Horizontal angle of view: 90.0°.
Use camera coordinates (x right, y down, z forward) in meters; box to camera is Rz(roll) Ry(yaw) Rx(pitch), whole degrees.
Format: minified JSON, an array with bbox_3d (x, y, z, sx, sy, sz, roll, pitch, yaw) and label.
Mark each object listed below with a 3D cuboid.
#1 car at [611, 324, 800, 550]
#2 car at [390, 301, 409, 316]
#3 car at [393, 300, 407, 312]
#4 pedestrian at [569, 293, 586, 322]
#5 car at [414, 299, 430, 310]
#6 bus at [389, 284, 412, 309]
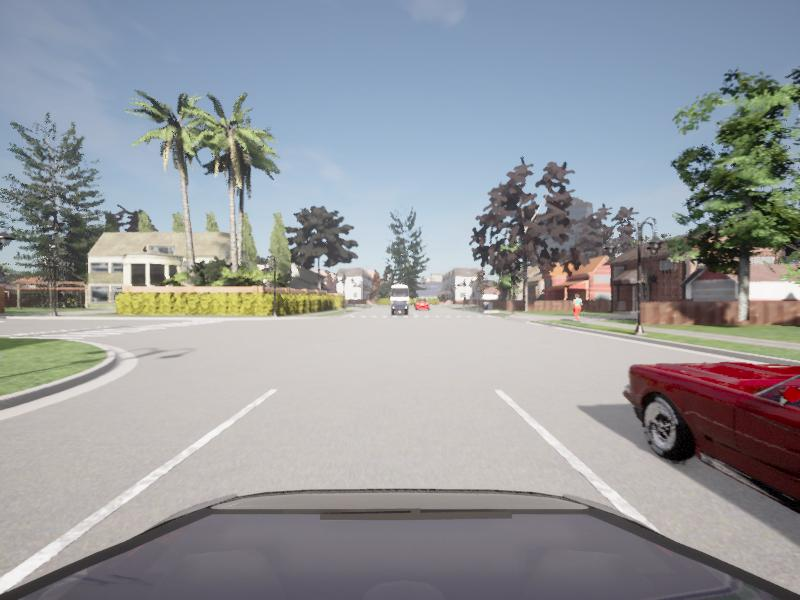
[{"bbox_3d":[3.497,0.944,2.471,1.895,1.301,4.718,0,0,0],"label":"car"},{"bbox_3d":[-0.021,0.821,40.281,1.845,1.501,3.633,0,0,0],"label":"car"},{"bbox_3d":[-0.025,0.795,54.769,1.801,1.575,5.366,0,0,0],"label":"car"},{"bbox_3d":[11.437,0.488,25.841,0.751,1.860,0.751,0,0,-3],"label":"pedestrian"},{"bbox_3d":[3.468,0.749,64.051,2.242,1.667,4.611,0,0,0],"label":"car"},{"bbox_3d":[0.089,-0.546,73.665,3.944,4.253,10.273,0,0,0],"label":"bus"}]
